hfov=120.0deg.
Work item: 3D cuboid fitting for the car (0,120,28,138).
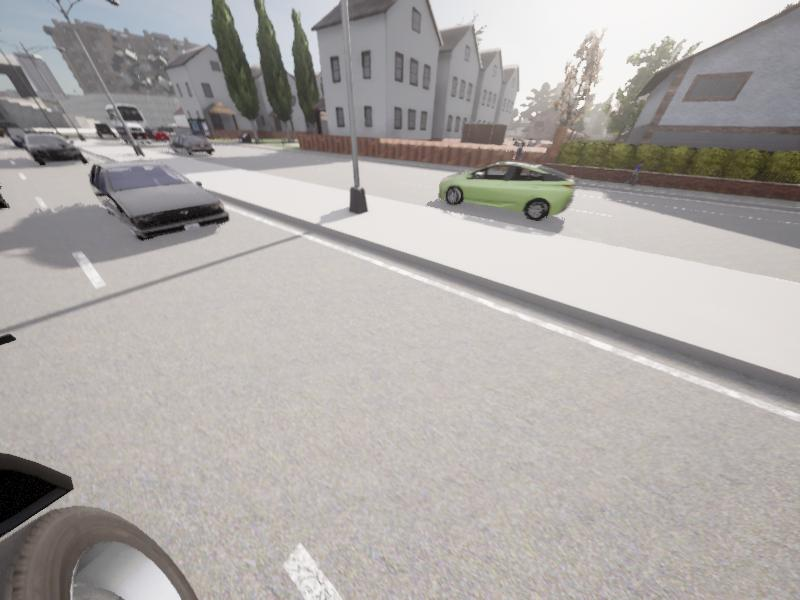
[{"bbox_3d":[-51.725,-22.471,30.372,3.866,1.878,1.905,21,40,24],"label":"car"}]

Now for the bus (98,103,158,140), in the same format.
[{"bbox_3d":[-44.338,-28.933,37.601,10.273,4.253,3.944,29,45,31],"label":"bus"}]

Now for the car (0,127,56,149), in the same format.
[{"bbox_3d":[-34.867,-15.170,21.566,4.792,1.488,2.163,24,41,27],"label":"car"}]

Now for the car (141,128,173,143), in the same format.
[{"bbox_3d":[-34.262,-23.206,32.567,3.633,1.501,1.845,24,41,27],"label":"car"}]

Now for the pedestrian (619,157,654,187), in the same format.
[{"bbox_3d":[12.910,-7.027,12.674,0.751,1.300,0.751,22,40,25],"label":"pedestrian"}]

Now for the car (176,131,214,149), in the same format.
[{"bbox_3d":[-23.586,-18.426,26.558,3.633,1.501,1.845,25,42,28],"label":"car"}]

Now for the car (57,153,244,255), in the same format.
[{"bbox_3d":[-6.928,-2.978,6.347,5.357,1.411,2.033,25,42,28],"label":"car"}]

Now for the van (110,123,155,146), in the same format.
[{"bbox_3d":[-32.113,-19.943,27.774,4.480,2.038,2.069,24,41,27],"label":"van"}]

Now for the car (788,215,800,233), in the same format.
[{"bbox_3d":[14.748,-1.759,5.648,4.974,1.542,2.038,23,41,27],"label":"car"}]

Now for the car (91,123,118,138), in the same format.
[{"bbox_3d":[-47.235,-27.092,36.927,3.866,1.878,1.905,31,45,34],"label":"car"}]

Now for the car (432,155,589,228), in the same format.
[{"bbox_3d":[3.696,-4.084,8.285,4.514,1.525,2.007,23,41,27],"label":"car"}]

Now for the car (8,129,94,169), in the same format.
[{"bbox_3d":[-21.182,-9.247,14.006,5.238,1.638,1.930,23,41,27],"label":"car"}]

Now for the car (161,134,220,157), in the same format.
[{"bbox_3d":[-18.718,-13.836,20.628,5.357,1.411,2.033,24,41,27],"label":"car"}]

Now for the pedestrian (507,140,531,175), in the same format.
[{"bbox_3d":[7.694,-9.253,14.986,0.751,1.860,0.751,21,40,24],"label":"pedestrian"}]

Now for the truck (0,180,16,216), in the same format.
[{"bbox_3d":[-14.211,-3.859,6.588,6.274,2.098,2.390,24,41,27],"label":"truck"}]
